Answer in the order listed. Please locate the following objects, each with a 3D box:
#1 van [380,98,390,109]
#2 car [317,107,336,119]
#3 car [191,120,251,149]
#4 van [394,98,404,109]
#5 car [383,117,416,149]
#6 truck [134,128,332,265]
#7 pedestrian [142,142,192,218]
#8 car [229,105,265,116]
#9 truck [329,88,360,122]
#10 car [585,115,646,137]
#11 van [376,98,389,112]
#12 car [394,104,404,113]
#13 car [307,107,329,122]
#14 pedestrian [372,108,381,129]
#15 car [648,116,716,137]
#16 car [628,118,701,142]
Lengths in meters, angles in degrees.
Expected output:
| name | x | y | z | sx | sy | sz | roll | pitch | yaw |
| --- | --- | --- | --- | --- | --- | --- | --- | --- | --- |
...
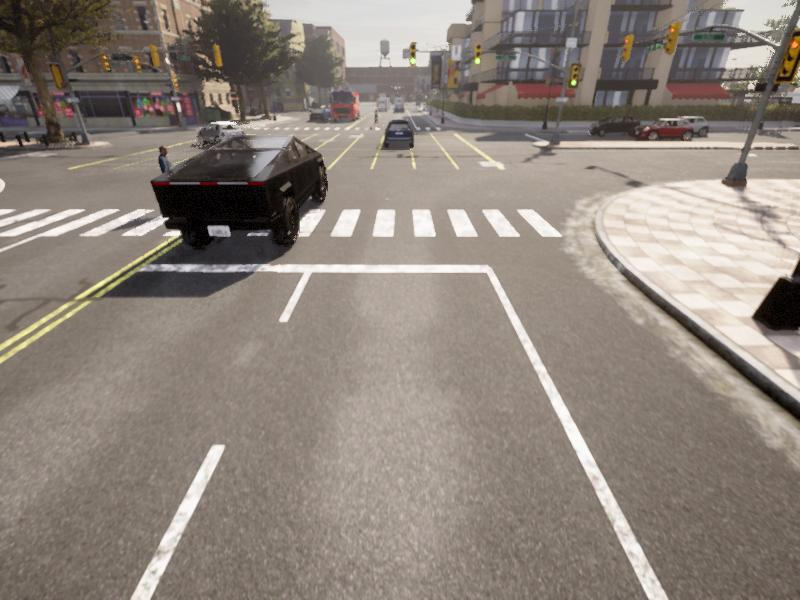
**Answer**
| name | x | y | z | sx | sy | sz | roll | pitch | yaw |
| --- | --- | --- | --- | --- | --- | --- | --- | --- | --- |
| van | -3.699 | -49.575 | 100.759 | 2.351 | 2.431 | 6.366 | 0 | 27 | 0 |
| car | -10.616 | -27.171 | 58.127 | 1.812 | 1.442 | 4.674 | 0 | 27 | 0 |
| car | -11.931 | -11.050 | 26.624 | 3.806 | 1.475 | 1.970 | 23 | 35 | 37 |
| van | -0.199 | -49.614 | 100.829 | 2.351 | 2.431 | 6.366 | 0 | 27 | 0 |
| car | -0.056 | -11.490 | 27.294 | 2.033 | 1.649 | 4.856 | 0 | 27 | 0 |
| truck | -3.521 | -3.073 | 10.356 | 2.390 | 2.098 | 6.274 | 0 | 27 | 0 |
| pedestrian | -6.398 | -3.327 | 11.061 | 0.751 | 1.860 | 0.751 | -13 | 30 | -24 |
| car | -25.435 | -31.585 | 66.678 | 4.974 | 1.542 | 2.038 | 0 | 27 | 1 |
| truck | -7.113 | -25.777 | 52.790 | 2.891 | 3.827 | 8.468 | 0 | 27 | 0 |
| car | 17.518 | -14.227 | 32.684 | 3.705 | 1.549 | 1.789 | 0 | 27 | 0 |
| van | -3.665 | -40.835 | 83.699 | 2.351 | 2.431 | 6.366 | 0 | 27 | 0 |
| car | -0.155 | -37.004 | 77.359 | 1.994 | 1.385 | 4.181 | 0 | 27 | 0 |
| car | -10.606 | -24.186 | 52.085 | 1.930 | 1.638 | 5.238 | 0 | 27 | -1 |
| pedestrian | -2.338 | -18.036 | 39.770 | 0.751 | 1.860 | 0.751 | 0 | 27 | 1 |
| car | 22.951 | -14.188 | 32.681 | 3.806 | 1.475 | 1.970 | 0 | 27 | 0 |
| car | 19.439 | -12.596 | 29.580 | 3.806 | 1.475 | 1.970 | 0 | 27 | 0 |
